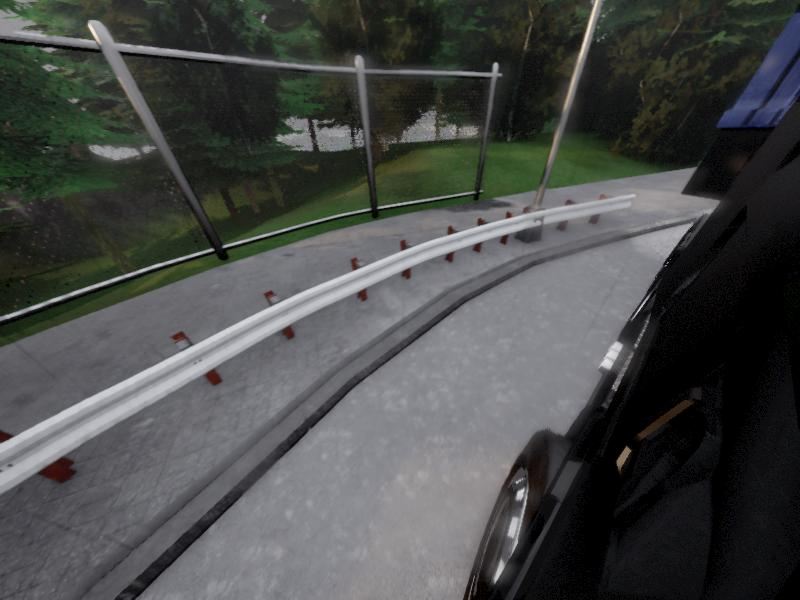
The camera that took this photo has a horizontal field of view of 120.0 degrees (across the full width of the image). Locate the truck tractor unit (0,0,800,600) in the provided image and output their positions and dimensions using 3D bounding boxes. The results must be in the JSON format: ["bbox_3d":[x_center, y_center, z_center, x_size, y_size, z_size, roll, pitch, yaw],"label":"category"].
[{"bbox_3d":[2.645,-0.295,0.351,6.516,4.208,3.053,-28,44,-30],"label":"truck tractor unit"}]

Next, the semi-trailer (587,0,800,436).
[{"bbox_3d":[9.486,-2.905,3.237,14.254,4.402,2.717,-18,39,-19],"label":"semi-trailer"}]
